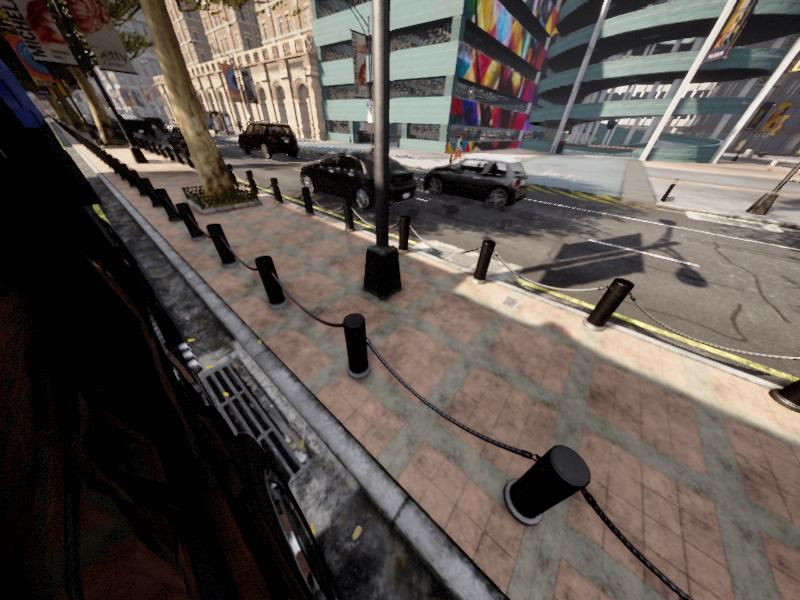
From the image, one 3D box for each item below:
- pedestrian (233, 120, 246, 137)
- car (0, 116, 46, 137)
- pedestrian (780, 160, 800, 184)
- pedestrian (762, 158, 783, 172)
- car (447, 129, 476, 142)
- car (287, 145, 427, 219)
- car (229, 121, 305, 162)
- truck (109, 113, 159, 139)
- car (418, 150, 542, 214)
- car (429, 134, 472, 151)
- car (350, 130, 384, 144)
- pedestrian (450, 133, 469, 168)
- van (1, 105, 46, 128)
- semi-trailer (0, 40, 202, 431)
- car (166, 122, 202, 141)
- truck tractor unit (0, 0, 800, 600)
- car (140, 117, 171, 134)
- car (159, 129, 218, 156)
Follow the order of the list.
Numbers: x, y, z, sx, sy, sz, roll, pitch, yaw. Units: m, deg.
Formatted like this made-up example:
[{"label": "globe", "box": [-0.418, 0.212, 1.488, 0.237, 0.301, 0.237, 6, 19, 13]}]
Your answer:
[{"label": "pedestrian", "box": [-22.950, -24.583, 33.101, 0.751, 1.860, 0.751, 29, 44, 31]}, {"label": "car", "box": [-37.582, -17.278, 22.977, 4.792, 1.488, 2.163, 28, 44, 30]}, {"label": "pedestrian", "box": [27.718, -9.053, 15.764, 0.751, 1.860, 0.751, 20, 40, 22]}, {"label": "pedestrian", "box": [36.092, -13.133, 22.408, 0.500, 1.100, 0.500, -29, 47, -35]}, {"label": "car", "box": [14.036, -37.722, 52.937, 5.566, 2.045, 2.435, 28, 43, 29]}, {"label": "car", "box": [-1.652, -4.394, 8.171, 4.892, 1.490, 1.837, 28, 43, 30]}, {"label": "car", "box": [-9.670, -11.610, 16.805, 5.566, 2.045, 2.150, 27, 43, 29]}, {"label": "truck", "box": [-30.814, -20.138, 26.734, 6.274, 2.098, 2.390, 28, 44, 30]}, {"label": "car", "box": [2.879, -4.705, 8.907, 3.806, 1.475, 1.970, 28, 44, 30]}, {"label": "car", "box": [6.657, -21.105, 30.830, 4.902, 1.511, 2.128, 28, 43, 29]}, {"label": "car", "box": [-4.882, -23.987, 33.971, 4.786, 1.482, 2.161, 28, 43, 29]}, {"label": "pedestrian", "box": [3.841, -9.703, 15.030, 0.751, 1.860, 0.751, 16, 39, 17]}, {"label": "van", "box": [-54.727, -26.769, 33.711, 6.366, 2.431, 2.351, 28, 44, 30]}, {"label": "semi-trailer", "box": [-8.712, -3.603, 4.203, 14.254, 4.402, 2.717, 28, 44, 30]}, {"label": "car", "box": [-25.134, -19.610, 26.872, 3.705, 1.549, 1.789, 29, 44, 29]}, {"label": "truck tractor unit", "box": [-2.645, -0.295, 0.351, 6.516, 4.208, 3.053, 28, 44, 30]}, {"label": "car", "box": [-35.251, -25.167, 33.322, 3.866, 1.878, 1.905, 27, 43, 29]}, {"label": "car", "box": [-15.884, -11.902, 17.348, 4.181, 1.385, 1.994, 28, 44, 30]}]
